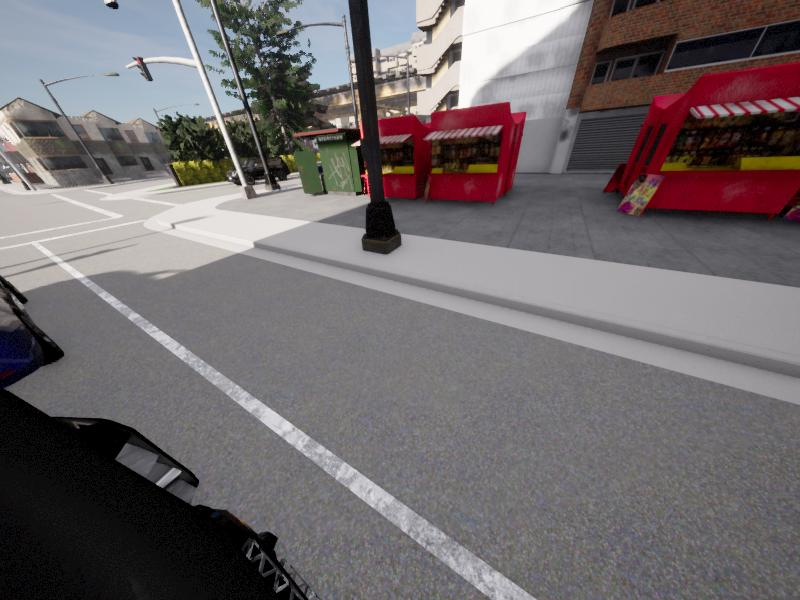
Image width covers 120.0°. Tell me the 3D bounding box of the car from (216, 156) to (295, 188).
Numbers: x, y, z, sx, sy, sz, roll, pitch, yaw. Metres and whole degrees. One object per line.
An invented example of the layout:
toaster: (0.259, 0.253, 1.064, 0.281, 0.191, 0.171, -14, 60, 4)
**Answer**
car: (-13.016, -11.964, 21.371, 2.150, 2.045, 5.566, 15, 38, 27)

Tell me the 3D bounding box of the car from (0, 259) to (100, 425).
car: (-6.372, 0.265, 2.730, 4.792, 1.488, 2.163, 15, 38, 26)

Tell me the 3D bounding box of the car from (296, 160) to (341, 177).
car: (-9.316, -15.289, 26.771, 1.895, 1.301, 4.718, 15, 38, 27)
